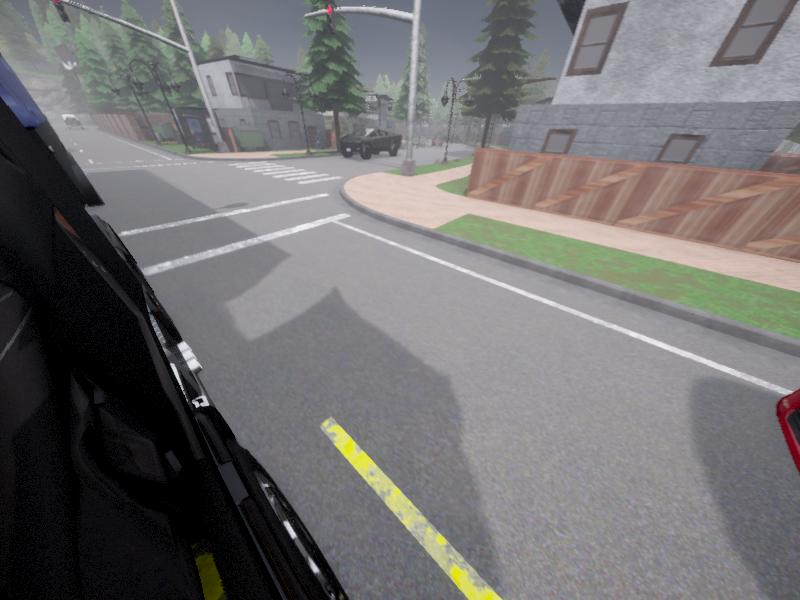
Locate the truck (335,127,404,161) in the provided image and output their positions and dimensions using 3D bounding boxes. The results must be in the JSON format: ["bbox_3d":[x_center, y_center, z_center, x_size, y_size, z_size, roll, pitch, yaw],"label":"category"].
[{"bbox_3d":[-2.358,-13.568,19.995,2.390,2.098,6.274,21,41,24],"label":"truck"}]

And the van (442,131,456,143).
[{"bbox_3d":[10.668,-35.728,50.694,1.775,1.987,4.442,-1,37,-4],"label":"van"}]

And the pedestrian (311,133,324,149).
[{"bbox_3d":[-8.461,-16.347,23.745,0.751,1.300,0.751,24,42,27],"label":"pedestrian"}]

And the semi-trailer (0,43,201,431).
[{"bbox_3d":[-8.702,-3.580,4.256,14.254,4.402,2.717,28,44,30],"label":"semi-trailer"}]

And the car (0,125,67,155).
[{"bbox_3d":[-24.967,-10.962,15.776,4.181,1.385,1.994,28,44,30],"label":"car"}]

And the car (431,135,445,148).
[{"bbox_3d":[6.007,-25.073,36.459,1.845,1.501,3.633,8,37,7],"label":"car"}]

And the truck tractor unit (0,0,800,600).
[{"bbox_3d":[-2.645,-0.295,0.351,6.516,4.208,3.053,28,44,30],"label":"truck tractor unit"}]
